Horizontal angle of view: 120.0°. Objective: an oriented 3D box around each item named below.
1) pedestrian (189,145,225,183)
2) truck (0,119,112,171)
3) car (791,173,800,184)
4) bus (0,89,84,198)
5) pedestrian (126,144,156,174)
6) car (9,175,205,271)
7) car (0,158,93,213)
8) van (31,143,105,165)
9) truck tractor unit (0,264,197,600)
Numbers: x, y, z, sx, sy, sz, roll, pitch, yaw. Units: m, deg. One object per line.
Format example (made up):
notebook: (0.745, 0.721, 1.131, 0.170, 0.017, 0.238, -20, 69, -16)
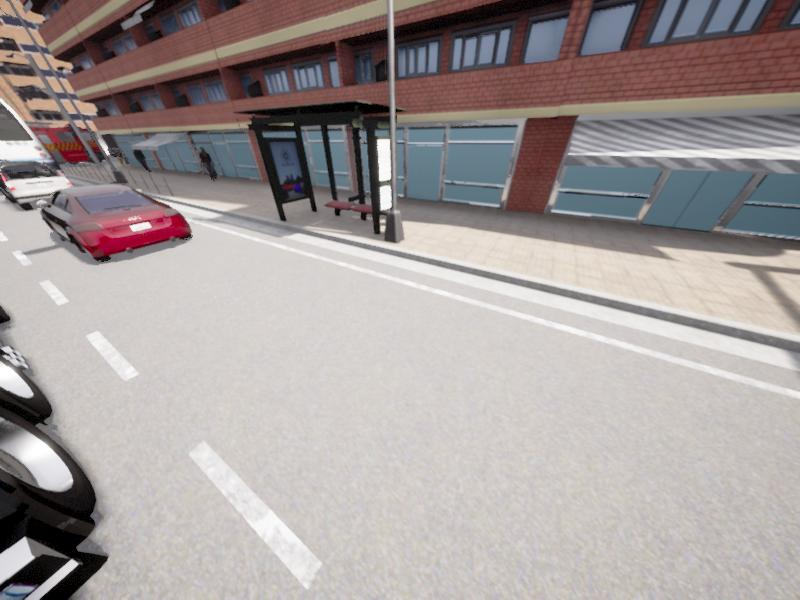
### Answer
pedestrian: (-11.308, -8.011, 13.615, 0.751, 1.860, 0.751, 18, 39, 24)
truck: (-36.362, -15.963, 23.767, 2.891, 3.827, 8.468, -5, 35, -6)
car: (24.279, -6.312, 11.455, 2.007, 1.525, 4.514, 0, 35, 0)
bus: (-23.661, -8.626, 12.795, 10.273, 4.253, 3.944, 18, 39, 24)
pedestrian: (-19.218, -10.480, 17.206, 0.751, 1.860, 0.751, -28, 43, -34)
car: (-7.678, -2.288, 6.125, 4.181, 1.385, 1.994, 19, 39, 25)
car: (-15.726, -5.026, 9.894, 3.988, 1.617, 1.851, 18, 39, 24)
van: (-39.341, -17.460, 27.541, 1.775, 1.987, 4.442, 18, 39, 25)
truck tractor unit: (-5.117, -0.291, 0.790, 6.516, 4.208, 3.053, 18, 39, 24)
